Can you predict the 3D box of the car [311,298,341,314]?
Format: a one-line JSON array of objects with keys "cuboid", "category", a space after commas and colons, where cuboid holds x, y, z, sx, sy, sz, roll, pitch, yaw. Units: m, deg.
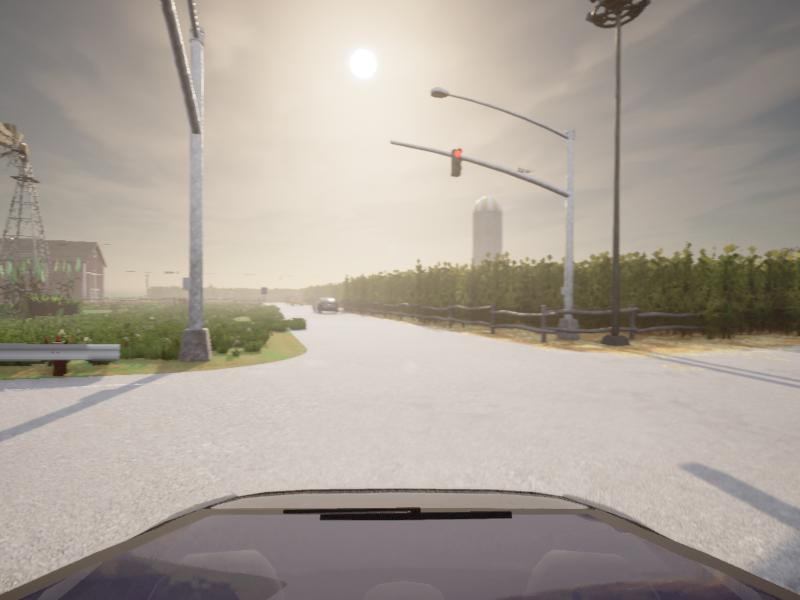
[{"cuboid": [-7.542, 0.529, 40.247, 2.163, 1.488, 4.792, 0, 0, -20], "category": "car"}]
